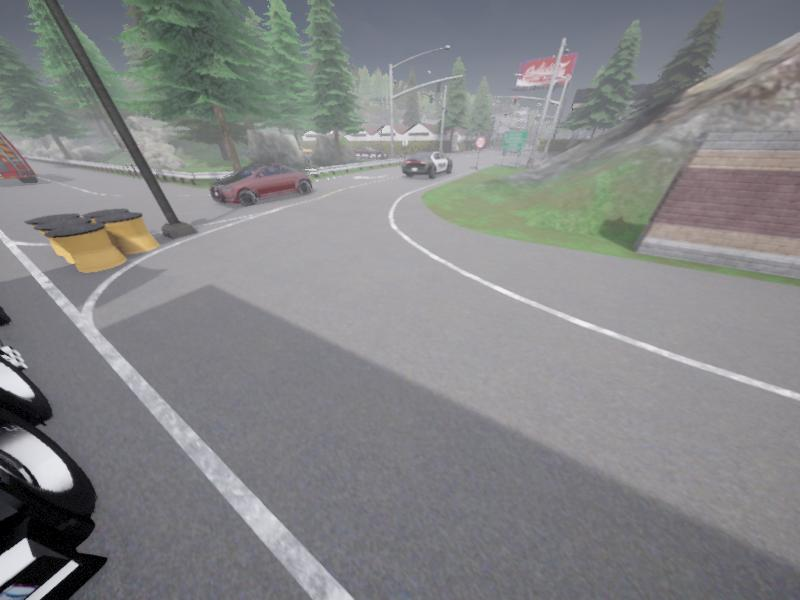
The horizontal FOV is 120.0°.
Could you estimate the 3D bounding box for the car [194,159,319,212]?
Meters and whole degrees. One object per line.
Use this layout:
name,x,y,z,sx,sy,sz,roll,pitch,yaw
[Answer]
car,-6.185,-5.361,10.497,1.994,1.385,4.181,24,43,30

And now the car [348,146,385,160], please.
car,-4.856,-21.309,33.413,4.792,1.488,2.163,18,39,25

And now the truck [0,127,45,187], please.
truck,-28.350,-9.981,15.305,8.468,3.827,2.891,19,39,25

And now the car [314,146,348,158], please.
car,-10.895,-23.319,36.315,5.008,1.535,1.882,18,39,25

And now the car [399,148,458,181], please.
car,2.091,-9.410,15.845,2.038,1.542,4.974,18,39,24

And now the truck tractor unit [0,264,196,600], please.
truck tractor unit,-5.112,-0.299,0.787,6.516,4.208,3.053,18,39,24
